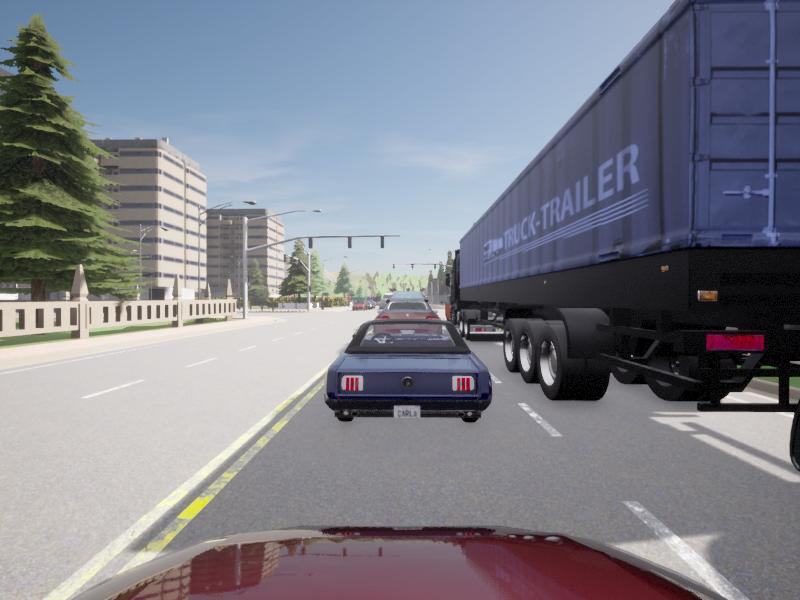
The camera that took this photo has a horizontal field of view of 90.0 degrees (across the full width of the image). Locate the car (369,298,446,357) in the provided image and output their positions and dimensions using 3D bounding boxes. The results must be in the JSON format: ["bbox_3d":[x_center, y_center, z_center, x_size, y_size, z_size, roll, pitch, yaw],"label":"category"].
[{"bbox_3d":[0.260,0.781,13.766,2.152,1.651,5.027,0,0,1],"label":"car"}]

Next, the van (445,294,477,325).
[{"bbox_3d":[4.106,0.600,27.553,1.775,1.987,4.442,0,0,4],"label":"van"}]

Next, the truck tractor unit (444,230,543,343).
[{"bbox_3d":[3.843,-0.514,18.114,3.053,4.208,6.516,0,0,1],"label":"truck tractor unit"}]

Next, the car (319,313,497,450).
[{"bbox_3d":[0.126,0.944,6.620,1.895,1.301,4.718,0,0,1],"label":"car"}]

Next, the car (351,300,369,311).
[{"bbox_3d":[-5.934,0.828,60.011,2.007,1.525,4.514,0,0,3],"label":"car"}]

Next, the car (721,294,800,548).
[{"bbox_3d":[3.507,0.779,0.593,1.930,1.638,5.238,0,0,1],"label":"car"}]

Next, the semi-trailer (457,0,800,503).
[{"bbox_3d":[3.699,-0.618,10.203,2.717,4.402,14.254,0,0,1],"label":"semi-trailer"}]

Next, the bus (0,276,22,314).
[{"bbox_3d":[-49.263,-0.534,44.816,10.273,4.253,3.944,0,0,1],"label":"bus"}]

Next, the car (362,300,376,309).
[{"bbox_3d":[-5.621,0.777,73.200,2.033,1.649,4.856,0,0,1],"label":"car"}]

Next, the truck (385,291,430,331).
[{"bbox_3d":[0.454,0.543,24.113,2.390,2.098,6.274,0,0,1],"label":"truck"}]
